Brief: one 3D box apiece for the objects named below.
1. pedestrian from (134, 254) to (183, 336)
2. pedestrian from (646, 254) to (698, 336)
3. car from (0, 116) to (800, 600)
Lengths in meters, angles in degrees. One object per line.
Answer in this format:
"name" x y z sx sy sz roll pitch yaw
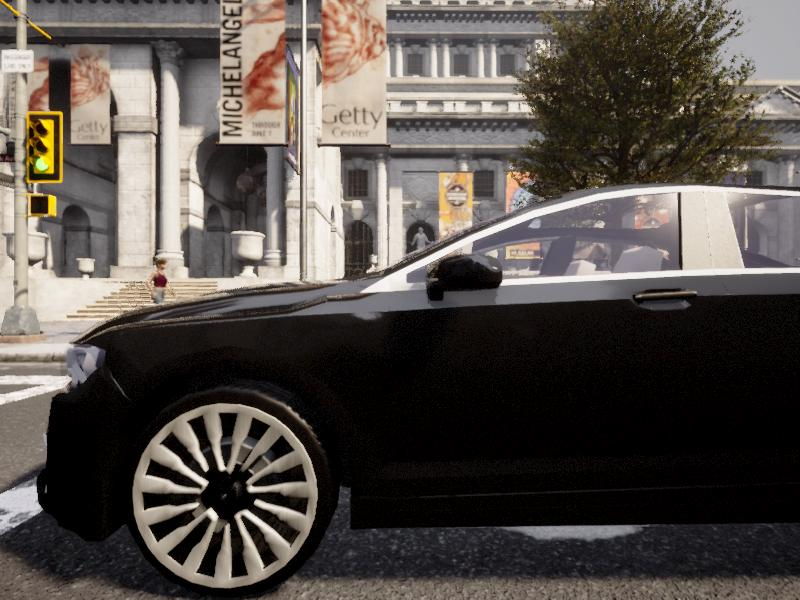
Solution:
"pedestrian" -5.702 -0.117 9.489 0.751 1.860 0.751 0 0 -5
"pedestrian" 6.425 -0.113 9.481 0.751 1.860 0.751 0 0 4
"car" 0.904 0.236 2.199 4.902 1.511 2.128 0 0 0
